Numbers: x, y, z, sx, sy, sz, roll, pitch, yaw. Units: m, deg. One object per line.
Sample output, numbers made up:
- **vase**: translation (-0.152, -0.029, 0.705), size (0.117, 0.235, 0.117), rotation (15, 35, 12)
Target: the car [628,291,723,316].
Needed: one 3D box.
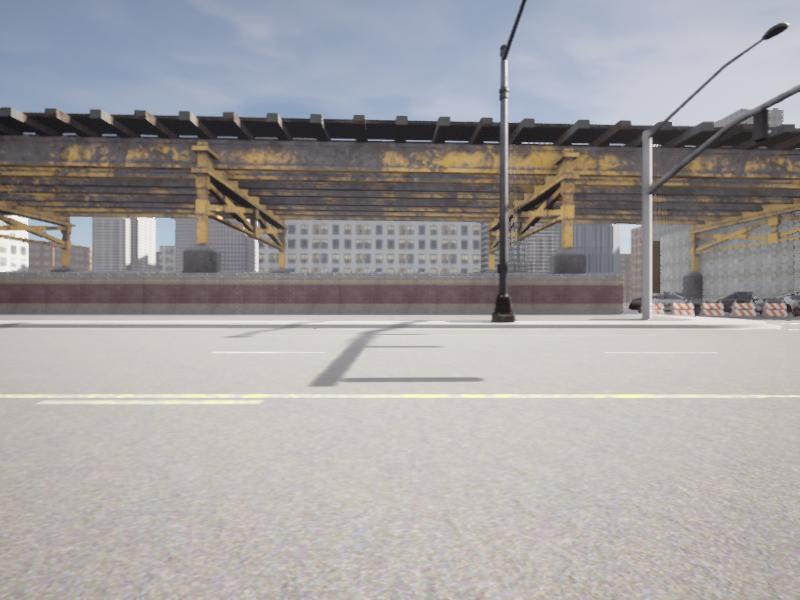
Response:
- **car**: translation (18.439, 0.219, 26.936), size (4.974, 1.542, 2.038), rotation (0, 0, 43)

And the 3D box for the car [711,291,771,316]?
- **car**: translation (23.047, 0.225, 26.964), size (4.974, 1.542, 2.038), rotation (0, 0, -37)

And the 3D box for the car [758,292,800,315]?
- **car**: translation (28.411, 0.233, 27.775), size (4.974, 1.542, 2.038), rotation (0, 0, 28)

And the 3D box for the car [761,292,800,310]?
- **car**: translation (28.365, 0.075, 27.799), size (4.536, 1.218, 1.853), rotation (0, 0, 28)

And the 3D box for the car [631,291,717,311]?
- **car**: translation (18.401, 0.062, 26.971), size (4.536, 1.218, 1.853), rotation (0, 0, 43)
